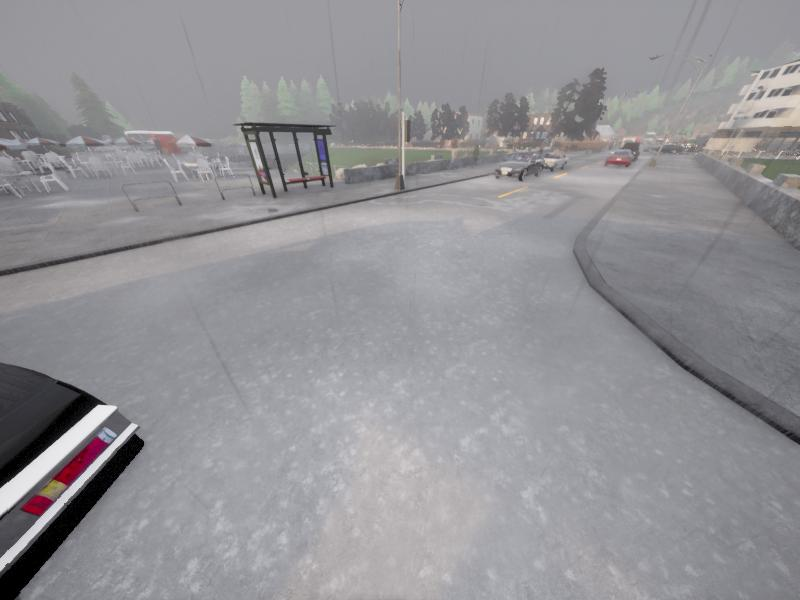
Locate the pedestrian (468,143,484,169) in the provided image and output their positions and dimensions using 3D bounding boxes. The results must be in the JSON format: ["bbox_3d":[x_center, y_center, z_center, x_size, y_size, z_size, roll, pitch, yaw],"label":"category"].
[{"bbox_3d":[6.497,-12.370,19.889,0.751,1.860,0.751,25,42,32],"label":"pedestrian"}]

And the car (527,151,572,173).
[{"bbox_3d":[13.149,-12.143,20.235,1.895,1.301,4.718,29,44,35],"label":"car"}]

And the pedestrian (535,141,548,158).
[{"bbox_3d":[19.261,-20.468,31.439,0.751,1.860,0.751,28,44,34],"label":"pedestrian"}]

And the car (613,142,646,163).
[{"bbox_3d":[26.932,-17.345,27.093,1.905,1.878,3.866,29,44,35],"label":"car"}]

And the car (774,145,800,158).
[{"bbox_3d":[56.188,-20.168,31.379,5.357,1.411,2.033,29,44,35],"label":"car"}]

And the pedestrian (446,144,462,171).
[{"bbox_3d":[4.344,-11.536,18.706,0.751,1.860,0.751,29,44,35],"label":"pedestrian"}]

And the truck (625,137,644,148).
[{"bbox_3d":[66.158,-44.395,65.194,2.627,2.467,5.204,29,44,35],"label":"truck"}]

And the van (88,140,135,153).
[{"bbox_3d":[-67.097,-35.836,53.867,2.351,2.431,6.366,29,44,35],"label":"van"}]

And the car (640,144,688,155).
[{"bbox_3d":[44.883,-25.786,39.447,4.892,1.490,1.837,19,38,25],"label":"car"}]

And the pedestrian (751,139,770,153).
[{"bbox_3d":[57.549,-24.569,36.859,0.751,1.860,0.751,29,44,35],"label":"pedestrian"}]

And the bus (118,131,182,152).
[{"bbox_3d":[-64.574,-41.305,60.114,3.944,4.253,10.273,29,44,35],"label":"bus"}]

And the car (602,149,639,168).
[{"bbox_3d":[22.003,-14.162,23.010,1.994,1.385,4.181,27,43,33],"label":"car"}]

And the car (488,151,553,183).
[{"bbox_3d":[8.411,-9.314,16.013,2.128,1.511,4.902,29,45,35],"label":"car"}]

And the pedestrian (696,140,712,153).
[{"bbox_3d":[52.401,-26.501,39.861,0.751,1.860,0.751,20,40,27],"label":"pedestrian"}]

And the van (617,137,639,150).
[{"bbox_3d":[54.906,-37.635,55.594,2.351,2.431,6.366,29,44,35],"label":"van"}]
